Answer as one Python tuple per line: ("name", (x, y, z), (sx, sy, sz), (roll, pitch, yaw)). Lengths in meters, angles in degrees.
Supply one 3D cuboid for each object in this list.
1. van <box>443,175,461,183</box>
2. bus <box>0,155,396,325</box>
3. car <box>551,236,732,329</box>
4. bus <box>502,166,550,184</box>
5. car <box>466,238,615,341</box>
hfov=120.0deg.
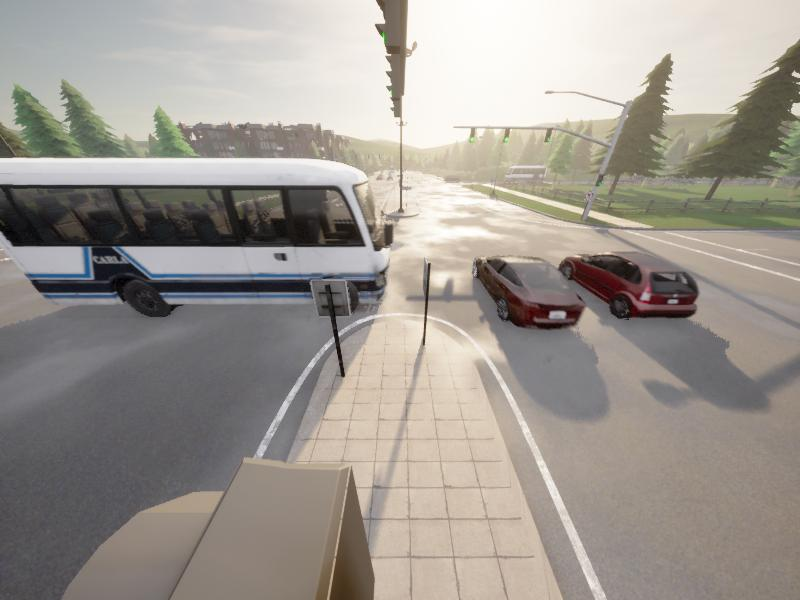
("van", (15.093, -35.219, 67.118), (4.442, 1.987, 1.775), (0, 30, 0))
("bus", (-5.321, -2.082, 7.459), (10.273, 4.253, 3.944), (0, 30, 0))
("car", (7.526, -0.867, 8.000), (1.851, 1.617, 3.988), (0, 30, 0))
("bus", (34.340, -34.393, 63.423), (10.273, 4.253, 3.944), (0, 30, 0))
("car", (4.023, -0.748, 7.920), (2.163, 1.488, 4.792), (0, 30, 0))
